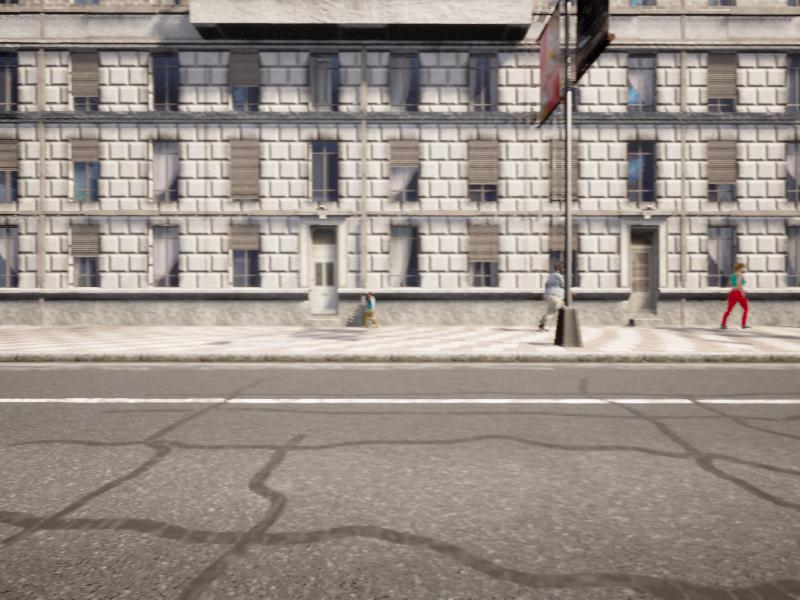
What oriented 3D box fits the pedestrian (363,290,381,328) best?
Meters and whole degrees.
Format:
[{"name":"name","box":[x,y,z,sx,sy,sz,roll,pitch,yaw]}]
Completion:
[{"name":"pedestrian","box":[-0.818,0.266,11.802,0.500,1.100,0.500,0,0,0]}]

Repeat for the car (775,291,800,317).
[{"name":"car","box":[24.734,0.217,22.863,1.882,1.535,5.008,0,0,0]}]

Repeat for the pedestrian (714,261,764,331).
[{"name":"pedestrian","box":[9.289,-0.117,10.994,0.751,1.860,0.751,0,0,1]}]

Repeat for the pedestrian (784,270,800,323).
[{"name":"pedestrian","box":[14.391,-0.119,14.249,0.751,1.860,0.751,0,0,13]}]

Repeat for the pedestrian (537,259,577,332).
[{"name":"pedestrian","box":[4.144,-0.116,10.580,0.751,1.860,0.751,0,0,-1]}]
